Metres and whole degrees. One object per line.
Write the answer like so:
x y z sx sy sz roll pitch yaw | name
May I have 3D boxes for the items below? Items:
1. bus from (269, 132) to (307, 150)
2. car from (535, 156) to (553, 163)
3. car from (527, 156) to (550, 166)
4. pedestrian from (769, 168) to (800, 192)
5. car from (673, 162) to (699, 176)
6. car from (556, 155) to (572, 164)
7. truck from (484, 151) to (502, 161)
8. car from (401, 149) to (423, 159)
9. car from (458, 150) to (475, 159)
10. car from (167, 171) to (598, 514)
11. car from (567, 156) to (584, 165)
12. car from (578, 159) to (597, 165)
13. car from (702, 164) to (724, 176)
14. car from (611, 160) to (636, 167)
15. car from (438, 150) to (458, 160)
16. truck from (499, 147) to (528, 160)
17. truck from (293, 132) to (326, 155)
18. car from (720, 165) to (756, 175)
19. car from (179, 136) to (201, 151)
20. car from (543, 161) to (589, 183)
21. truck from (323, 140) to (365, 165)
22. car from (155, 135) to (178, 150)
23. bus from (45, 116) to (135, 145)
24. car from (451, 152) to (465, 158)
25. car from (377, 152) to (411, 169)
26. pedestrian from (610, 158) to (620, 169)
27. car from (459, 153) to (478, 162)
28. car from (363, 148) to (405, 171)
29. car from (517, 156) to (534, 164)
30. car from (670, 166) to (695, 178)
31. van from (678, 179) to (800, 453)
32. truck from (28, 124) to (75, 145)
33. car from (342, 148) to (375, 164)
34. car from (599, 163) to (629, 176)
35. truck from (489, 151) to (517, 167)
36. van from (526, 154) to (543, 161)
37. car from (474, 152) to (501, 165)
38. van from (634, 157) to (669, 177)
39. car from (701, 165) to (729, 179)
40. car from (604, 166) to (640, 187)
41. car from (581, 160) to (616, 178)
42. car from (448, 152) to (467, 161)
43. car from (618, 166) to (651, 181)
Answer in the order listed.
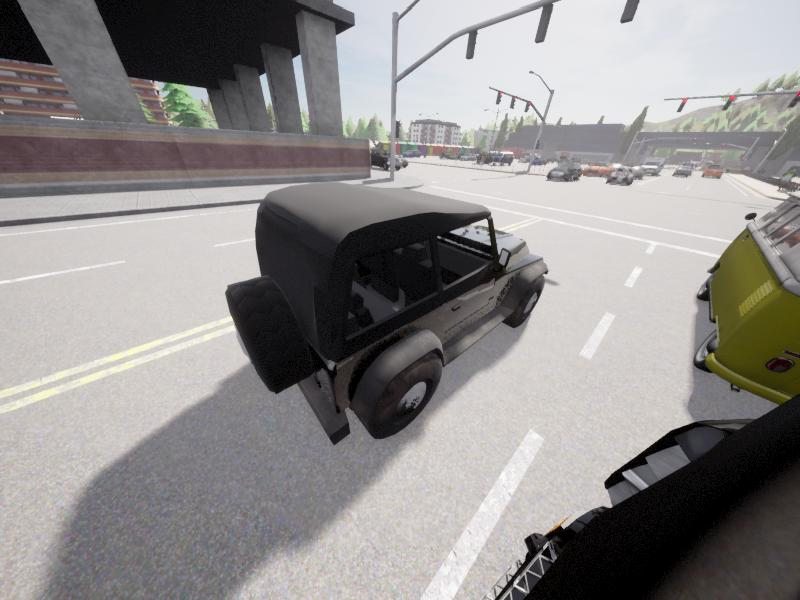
-34.500 -49.429 71.967 3.944 4.253 10.273 16 36 19 | bus
38.215 -37.181 61.316 5.357 1.415 2.033 -24 42 -35 | car
28.812 -28.854 47.938 4.611 1.667 2.242 -24 42 -35 | car
36.243 -11.282 21.691 0.751 1.860 0.751 -25 42 -35 | pedestrian
52.885 -24.281 42.698 5.566 2.045 2.150 -24 42 -35 | car
44.853 -38.362 63.178 3.866 1.878 1.905 -24 42 -35 | car
24.210 -37.517 60.166 4.478 2.038 2.069 -24 42 -35 | truck
2.693 -33.637 53.168 4.611 1.667 2.242 -24 42 -35 | car
18.750 -41.025 65.208 4.605 1.855 1.932 -24 42 -35 | car
0.274 -0.350 2.784 3.866 1.878 1.905 -24 42 -35 | car
46.718 -37.076 61.376 4.605 1.855 1.932 -24 42 -35 | car
57.008 -41.889 70.131 1.970 1.475 3.806 -24 42 -34 | car
63.706 -26.546 47.084 3.866 1.878 1.905 -24 42 -35 | car
67.143 -41.065 69.426 2.033 1.649 4.856 -24 42 -34 | car
11.092 -33.494 53.280 4.605 1.855 1.932 -24 42 -35 | car
41.492 -53.767 84.647 2.891 3.827 8.468 -23 41 -33 | truck
-19.124 -33.069 48.773 2.891 3.827 8.468 -25 42 -35 | truck
84.707 -32.712 57.961 1.932 1.855 4.605 -13 37 -23 | car
-35.282 -26.259 38.794 1.905 1.878 3.866 -24 42 -35 | car
16.534 -12.809 22.975 4.856 1.649 2.033 -24 42 -35 | car
-7.123 -18.773 29.362 2.627 2.467 5.204 -25 42 -35 | truck
-37.489 -25.263 37.125 1.905 1.878 3.866 -24 42 -35 | car
-65.297 -36.016 49.420 10.273 4.253 3.944 -24 42 -35 | bus
16.882 -42.142 67.132 3.905 1.438 1.784 -24 42 -35 | car
-0.825 -17.118 28.248 1.816 1.474 4.193 -25 42 -35 | car
46.773 -29.680 50.216 0.751 1.860 0.751 -26 43 -36 | pedestrian
14.794 -30.862 50.032 3.806 1.475 1.970 -24 42 -35 | car
-1.824 -15.033 24.669 1.932 1.855 4.605 -25 42 -35 | car
29.938 -33.440 55.065 3.806 1.475 1.970 -24 42 -35 | car
47.207 -21.424 38.546 5.357 1.411 2.033 -25 42 -35 | car
5.427 -0.146 2.781 4.442 1.987 1.775 -24 42 -35 | van
-54.987 -26.148 36.663 2.615 2.467 5.204 -24 42 -35 | truck
-5.932 -20.546 32.874 1.930 1.638 5.238 -25 42 -35 | car
32.828 -20.121 35.415 4.792 1.488 2.163 -24 42 -35 | car
17.532 -23.977 39.255 4.478 2.038 2.069 -24 42 -35 | truck
48.291 -51.266 83.019 2.069 2.038 4.480 -23 41 -33 | van
15.568 -25.145 41.038 4.605 1.855 1.932 -24 42 -35 | car
40.177 -21.260 36.832 6.366 2.431 2.351 -24 42 -35 | van
53.146 -21.721 39.087 4.553 1.767 2.097 -24 42 -35 | car
21.497 -12.075 22.402 1.970 1.475 3.806 27 40 32 | car
25.653 -16.992 29.873 4.553 1.767 2.097 -24 42 -35 | car
12.889 -32.158 51.784 3.905 1.438 1.784 -24 42 -35 | car
29.425 -15.948 28.971 4.181 1.385 1.994 -24 42 -35 | car
